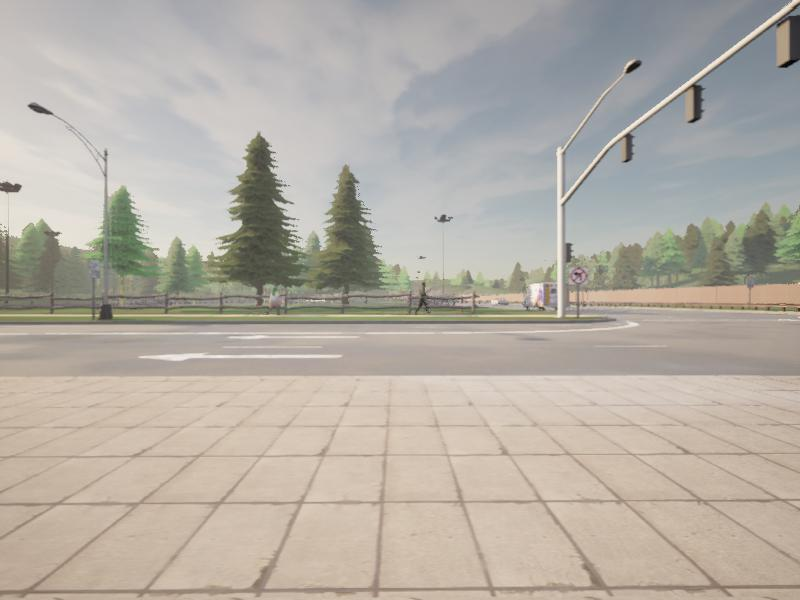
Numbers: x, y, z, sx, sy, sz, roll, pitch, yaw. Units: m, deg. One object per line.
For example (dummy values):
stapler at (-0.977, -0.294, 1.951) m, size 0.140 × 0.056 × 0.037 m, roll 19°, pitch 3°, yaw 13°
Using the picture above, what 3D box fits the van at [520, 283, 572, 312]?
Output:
van at (13.284, -0.240, 36.903) m, size 2.351 × 2.431 × 6.366 m, roll 0°, pitch 0°, yaw -1°

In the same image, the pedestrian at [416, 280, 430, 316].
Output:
pedestrian at (1.217, -0.116, 21.289) m, size 0.751 × 1.860 × 0.751 m, roll 0°, pitch 0°, yaw 3°

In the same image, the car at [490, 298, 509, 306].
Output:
car at (16.440, 0.321, 66.087) m, size 1.895 × 1.301 × 4.718 m, roll 0°, pitch 0°, yaw -1°

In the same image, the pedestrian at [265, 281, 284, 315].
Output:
pedestrian at (-6.856, -0.104, 21.891) m, size 0.751 × 1.860 × 0.751 m, roll 0°, pitch 0°, yaw 4°
